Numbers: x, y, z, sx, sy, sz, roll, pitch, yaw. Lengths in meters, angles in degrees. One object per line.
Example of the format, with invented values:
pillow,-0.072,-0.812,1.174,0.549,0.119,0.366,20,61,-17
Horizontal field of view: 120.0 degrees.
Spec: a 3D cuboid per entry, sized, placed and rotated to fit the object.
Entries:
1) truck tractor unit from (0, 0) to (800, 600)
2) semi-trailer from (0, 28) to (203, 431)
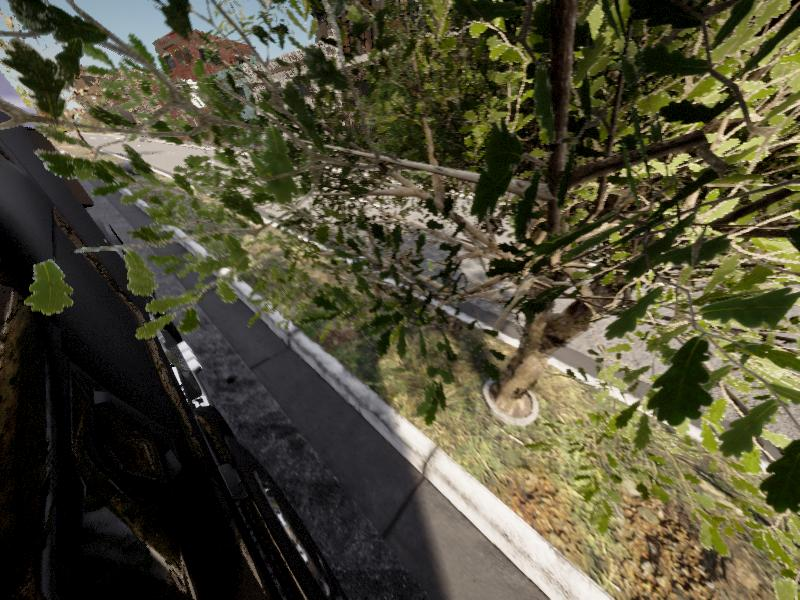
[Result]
truck tractor unit,-2.645,-0.295,0.351,6.516,4.208,3.053,28,44,30
semi-trailer,-8.814,-3.508,4.137,14.254,4.402,2.717,27,43,29
